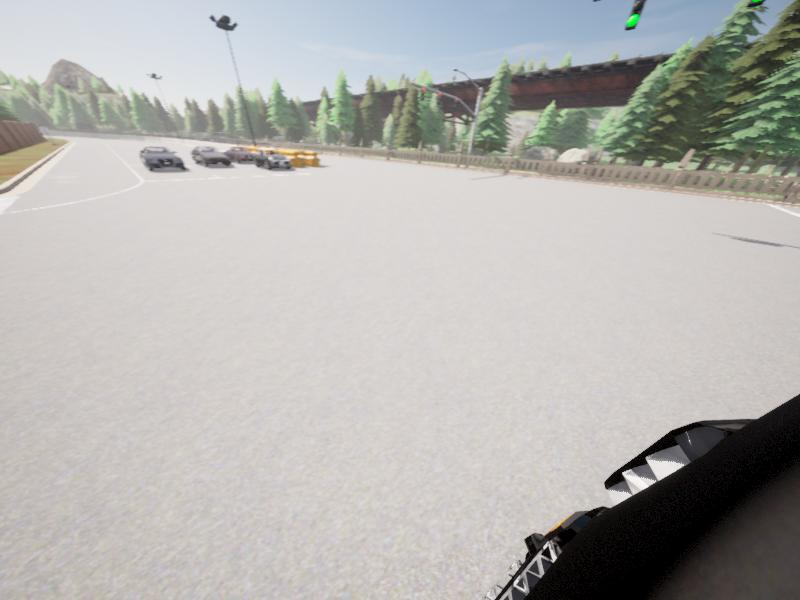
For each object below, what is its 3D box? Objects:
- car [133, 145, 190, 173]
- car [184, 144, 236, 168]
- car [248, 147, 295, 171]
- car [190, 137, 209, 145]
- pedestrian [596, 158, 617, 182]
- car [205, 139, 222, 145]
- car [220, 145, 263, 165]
[{"bbox_3d":[-17.073,-10.146,16.494,4.181,1.385,1.994,29,42,33],"label":"car"},{"bbox_3d":[-16.600,-12.548,20.098,5.357,1.411,2.033,29,42,33],"label":"car"},{"bbox_3d":[-11.062,-12.177,19.910,3.806,1.475,1.970,29,42,33],"label":"car"},{"bbox_3d":[-54.320,-43.037,62.544,4.902,1.511,2.128,23,38,27],"label":"car"},{"bbox_3d":[19.673,-12.400,22.029,0.751,1.860,0.751,29,42,33],"label":"pedestrian"},{"bbox_3d":[-52.563,-44.577,65.178,4.718,1.301,1.895,23,39,27],"label":"car"},{"bbox_3d":[-16.123,-14.770,23.480,4.181,1.385,1.994,27,41,31],"label":"car"}]
